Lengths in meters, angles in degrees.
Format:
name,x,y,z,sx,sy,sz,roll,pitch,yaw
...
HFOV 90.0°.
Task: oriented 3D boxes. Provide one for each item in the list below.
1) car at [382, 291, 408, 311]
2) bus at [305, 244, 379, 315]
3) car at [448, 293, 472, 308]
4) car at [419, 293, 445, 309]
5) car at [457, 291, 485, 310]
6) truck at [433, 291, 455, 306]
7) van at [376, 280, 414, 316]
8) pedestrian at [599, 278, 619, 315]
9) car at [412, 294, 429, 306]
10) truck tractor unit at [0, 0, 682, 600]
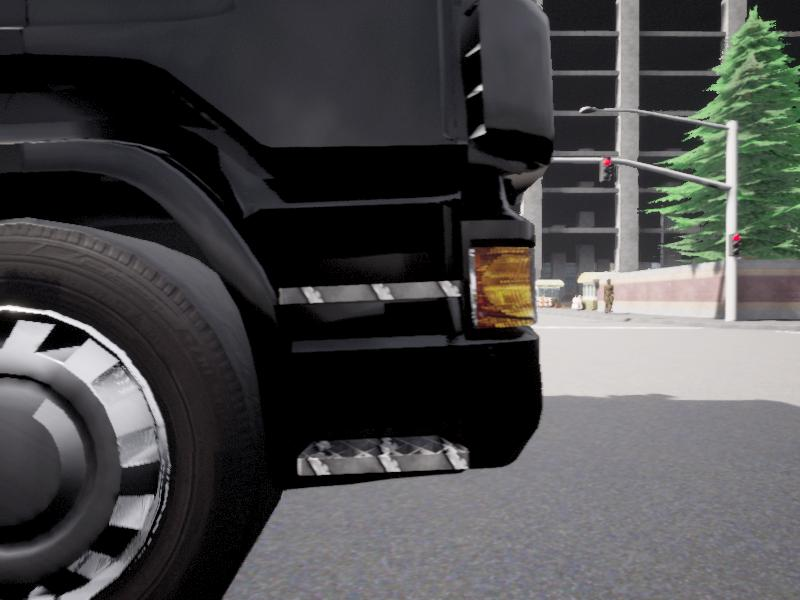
name,x,y,z,sx,sy,sz,roll,pitch,yaw
car,-0.453,0.038,35.524,2.152,1.651,5.027,0,1,0
bus,-3.780,-1.261,29.261,3.944,4.253,10.273,0,0,0
car,6.475,0.067,43.735,1.882,1.535,5.008,0,0,0
car,3.020,0.087,38.880,2.128,1.511,4.902,0,0,-1
car,6.536,0.051,37.143,1.851,1.617,3.988,0,0,0
truck,6.361,-0.255,58.241,2.390,2.098,6.274,0,0,0
van,-0.414,-0.138,25.051,2.069,2.038,4.480,0,0,-5
pedestrian,10.711,-0.199,20.500,0.751,1.860,0.751,0,0,12
car,2.866,-0.019,57.417,2.152,1.651,5.027,0,0,-1
truck tractor unit,-2.794,-1.130,2.185,6.516,4.208,3.053,0,0,0
